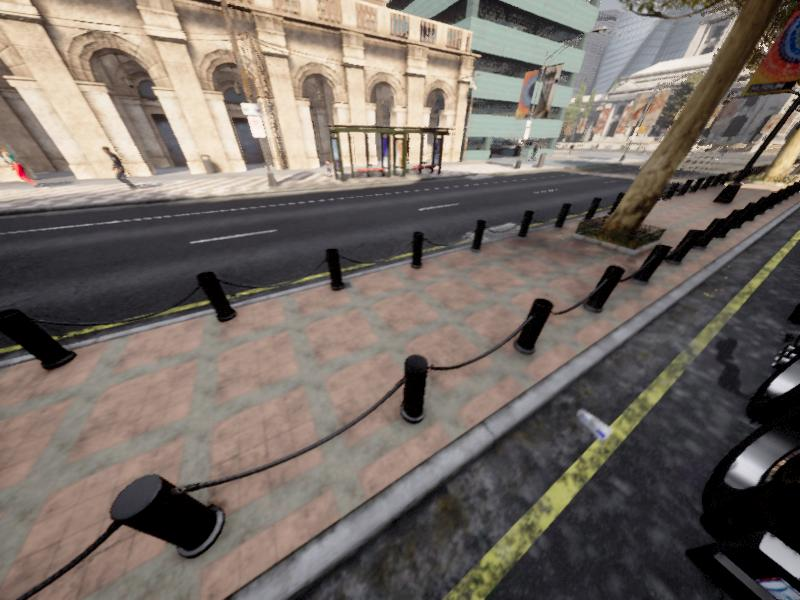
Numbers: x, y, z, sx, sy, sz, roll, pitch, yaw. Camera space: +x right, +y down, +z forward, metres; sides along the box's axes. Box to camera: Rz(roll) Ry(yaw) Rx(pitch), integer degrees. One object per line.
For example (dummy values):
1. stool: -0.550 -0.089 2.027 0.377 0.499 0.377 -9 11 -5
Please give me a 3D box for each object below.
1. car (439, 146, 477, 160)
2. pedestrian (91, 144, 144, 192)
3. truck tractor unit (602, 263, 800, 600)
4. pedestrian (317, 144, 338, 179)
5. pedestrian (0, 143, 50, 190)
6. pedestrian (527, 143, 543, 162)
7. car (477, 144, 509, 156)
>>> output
1. car: 8.106 -20.551 32.155 4.786 1.482 2.161 -18 39 -25
2. pedestrian: -13.217 -6.215 10.890 0.751 1.860 0.751 -22 40 -28
3. truck tractor unit: 5.111 -0.301 0.786 6.516 4.208 3.053 -18 39 -24
4. pedestrian: -4.599 -8.809 14.691 0.751 1.860 0.751 -20 40 -26
5. pedestrian: -18.561 -6.458 11.195 0.751 1.860 0.751 -14 37 -20
6. pedestrian: 15.635 -17.103 26.785 0.751 1.860 0.751 -15 38 -20
7. car: 16.074 -25.903 39.847 4.902 1.511 2.128 -18 39 -25
